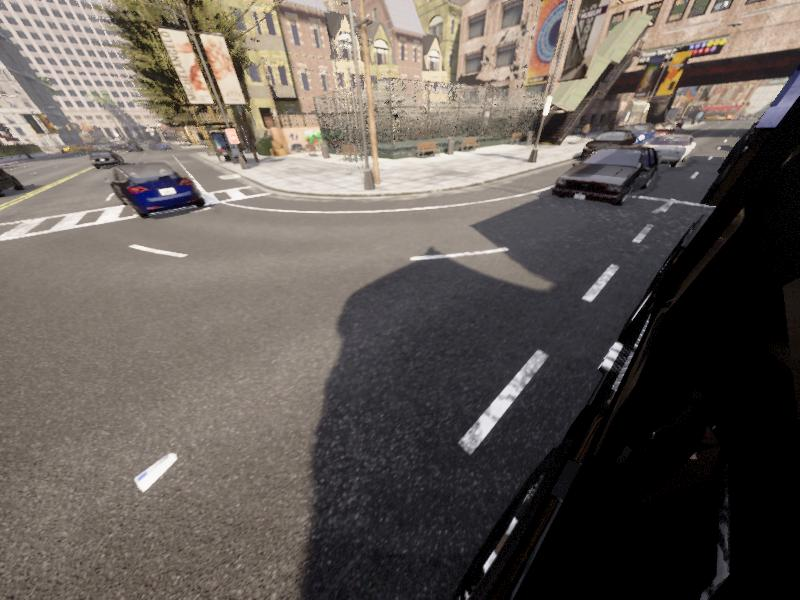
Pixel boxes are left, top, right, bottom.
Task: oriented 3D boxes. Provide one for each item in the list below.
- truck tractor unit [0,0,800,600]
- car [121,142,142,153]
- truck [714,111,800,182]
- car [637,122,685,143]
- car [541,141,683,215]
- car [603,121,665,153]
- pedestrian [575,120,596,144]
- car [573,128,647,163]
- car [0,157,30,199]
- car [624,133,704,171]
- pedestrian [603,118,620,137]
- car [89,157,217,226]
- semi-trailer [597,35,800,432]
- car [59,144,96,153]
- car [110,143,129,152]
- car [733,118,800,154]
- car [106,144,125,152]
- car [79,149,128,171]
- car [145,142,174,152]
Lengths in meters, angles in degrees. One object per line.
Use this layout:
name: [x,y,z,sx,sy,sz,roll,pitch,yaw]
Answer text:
truck tractor unit: [2.645,-0.295,0.351,6.516,4.208,3.053,-28,44,-30]
car: [-53.964,-30.741,46.534,2.033,1.649,4.856,-29,44,-30]
truck: [16.663,-6.949,10.134,6.274,2.098,2.390,-28,44,-30]
car: [26.851,-17.306,23.781,4.892,1.521,2.231,-29,44,-30]
car: [7.408,-4.472,7.986,5.357,1.411,2.033,-28,44,-30]
car: [18.600,-13.006,18.344,4.553,1.767,2.185,-29,44,-30]
pedestrian: [17.747,-16.056,22.106,0.751,1.860,0.751,-28,44,-29]
car: [13.791,-10.211,15.123,5.008,1.535,2.097,-29,44,-30]
car: [-22.192,-6.272,12.012,1.851,1.617,3.988,-29,44,-30]
car: [14.355,-8.136,12.525,4.718,1.301,1.895,-28,44,-30]
pedestrian: [26.197,-21.374,28.674,0.751,1.860,0.751,-26,43,-28]
car: [-9.349,-4.311,8.720,4.792,1.488,2.163,25,45,31]
semi-trailer: [8.745,-3.571,4.184,14.254,4.402,2.717,-28,43,-29]
car: [-78.671,-36.964,56.403,5.366,1.575,1.801,-5,37,-3]
car: [-70.860,-38.715,58.428,2.152,1.651,5.027,-29,44,-30]
car: [24.425,-10.932,15.347,5.238,1.638,1.930,-28,44,-30]
car: [-64.586,-34.539,52.439,1.994,1.385,4.181,-29,44,-30]
car: [-28.746,-13.797,22.615,2.033,1.411,5.357,-29,44,-30]
car: [-48.197,-30.698,46.309,5.357,1.411,2.033,16,41,23]
